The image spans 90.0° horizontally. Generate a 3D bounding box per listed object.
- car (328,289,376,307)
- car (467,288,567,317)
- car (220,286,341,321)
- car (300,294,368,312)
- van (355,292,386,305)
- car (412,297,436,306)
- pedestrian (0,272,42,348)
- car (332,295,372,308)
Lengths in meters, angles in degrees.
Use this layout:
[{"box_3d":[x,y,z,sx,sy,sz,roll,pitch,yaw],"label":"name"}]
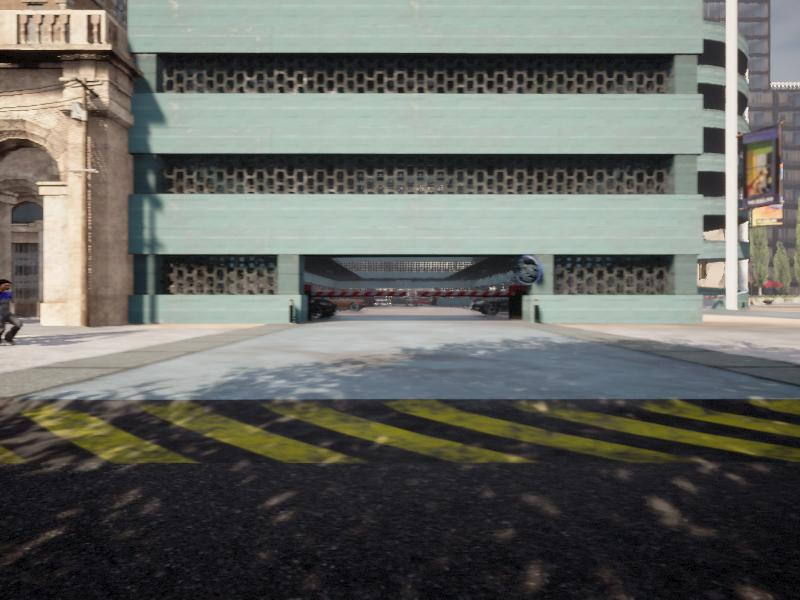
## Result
[{"box_3d":[-5.694,-0.228,48.120,5.566,2.045,2.435,0,0,0],"label":"car"},{"box_3d":[6.365,0.118,22.163,4.902,1.511,2.128,0,0,0],"label":"car"},{"box_3d":[-5.217,0.156,18.022,4.786,1.482,2.161,0,0,0],"label":"car"},{"box_3d":[-4.825,0.206,29.623,4.718,1.301,1.895,0,0,0],"label":"car"},{"box_3d":[-5.883,-0.300,79.941,5.915,2.561,1.988,0,0,0],"label":"van"},{"box_3d":[4.125,0.250,69.477,4.193,1.474,1.816,0,0,0],"label":"car"},{"box_3d":[-7.201,0.165,7.241,0.751,1.300,0.751,0,0,3],"label":"pedestrian"},{"box_3d":[-5.752,0.164,48.120,4.514,1.523,2.007,0,0,0],"label":"car"}]
